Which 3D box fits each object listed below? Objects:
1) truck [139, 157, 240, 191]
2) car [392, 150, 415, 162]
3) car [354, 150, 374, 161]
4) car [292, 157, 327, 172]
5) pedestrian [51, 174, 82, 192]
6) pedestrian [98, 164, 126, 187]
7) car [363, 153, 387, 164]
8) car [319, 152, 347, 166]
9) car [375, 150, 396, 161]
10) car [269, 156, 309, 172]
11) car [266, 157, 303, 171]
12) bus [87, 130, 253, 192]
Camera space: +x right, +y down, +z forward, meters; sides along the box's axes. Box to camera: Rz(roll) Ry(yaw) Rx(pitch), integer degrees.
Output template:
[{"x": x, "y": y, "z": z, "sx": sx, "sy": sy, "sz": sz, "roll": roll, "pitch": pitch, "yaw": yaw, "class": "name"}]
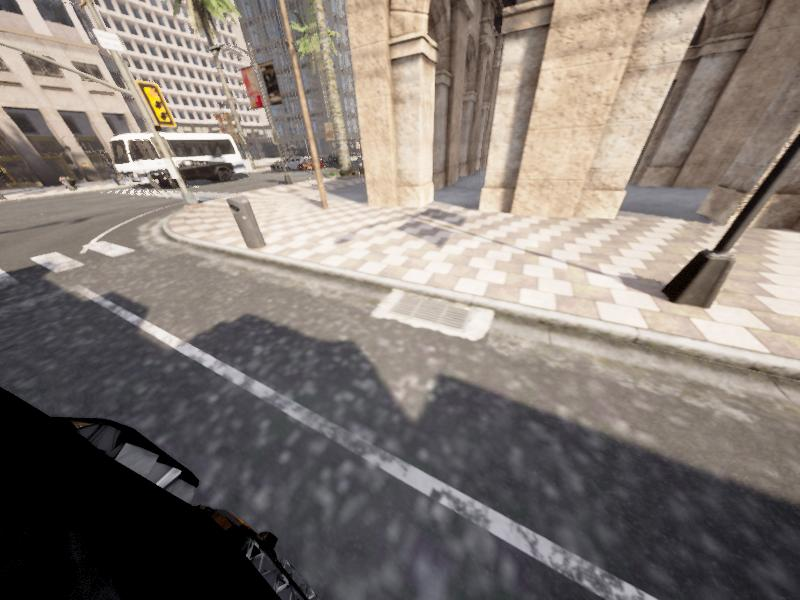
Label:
[{"x": -19.143, "y": -11.924, "z": 21.596, "sx": 2.390, "sy": 2.098, "sz": 6.274, "roll": 14, "pitch": 37, "yaw": 23, "class": "truck"}, {"x": 0.687, "y": -25.587, "z": 41.036, "sx": 2.128, "sy": 1.511, "sz": 4.902, "roll": 14, "pitch": 37, "yaw": 23, "class": "car"}, {"x": -7.995, "y": -32.599, "z": 52.056, "sx": 2.185, "sy": 1.767, "sz": 4.553, "roll": 13, "pitch": 37, "yaw": 23, "class": "car"}, {"x": -12.557, "y": -19.090, "z": 32.490, "sx": 1.994, "sy": 1.385, "sz": 4.181, "roll": 14, "pitch": 37, "yaw": 23, "class": "car"}, {"x": -29.888, "y": -10.479, "z": 20.717, "sx": 0.751, "sy": 1.300, "sz": 0.751, "roll": -2, "pitch": 34, "yaw": 2, "class": "pedestrian"}, {"x": -28.411, "y": -12.320, "z": 22.857, "sx": 0.751, "sy": 1.860, "sz": 0.751, "roll": -16, "pitch": 36, "yaw": -18, "class": "pedestrian"}, {"x": -4.192, "y": -24.247, "z": 39.620, "sx": 1.895, "sy": 1.301, "sz": 4.718, "roll": 14, "pitch": 37, "yaw": 24, "class": "car"}, {"x": -11.619, "y": -24.643, "z": 40.382, "sx": 2.097, "sy": 1.767, "sz": 4.553, "roll": 14, "pitch": 37, "yaw": 23, "class": "car"}, {"x": -3.004, "y": -30.142, "z": 48.051, "sx": 2.242, "sy": 1.667, "sz": 4.611, "roll": 13, "pitch": 37, "yaw": 23, "class": "car"}, {"x": -15.889, "y": -19.745, "z": 33.481, "sx": 2.242, "sy": 1.667, "sz": 4.611, "roll": 14, "pitch": 37, "yaw": 23, "class": "car"}, {"x": -17.931, "y": -21.252, "z": 36.091, "sx": 2.163, "sy": 1.488, "sz": 4.792, "roll": 13, "pitch": 37, "yaw": 23, "class": "car"}, {"x": -21.642, "y": -14.149, "z": 23.200, "sx": 3.944, "sy": 4.253, "sz": 10.273, "roll": 14, "pitch": 37, "yaw": 24, "class": "bus"}]
